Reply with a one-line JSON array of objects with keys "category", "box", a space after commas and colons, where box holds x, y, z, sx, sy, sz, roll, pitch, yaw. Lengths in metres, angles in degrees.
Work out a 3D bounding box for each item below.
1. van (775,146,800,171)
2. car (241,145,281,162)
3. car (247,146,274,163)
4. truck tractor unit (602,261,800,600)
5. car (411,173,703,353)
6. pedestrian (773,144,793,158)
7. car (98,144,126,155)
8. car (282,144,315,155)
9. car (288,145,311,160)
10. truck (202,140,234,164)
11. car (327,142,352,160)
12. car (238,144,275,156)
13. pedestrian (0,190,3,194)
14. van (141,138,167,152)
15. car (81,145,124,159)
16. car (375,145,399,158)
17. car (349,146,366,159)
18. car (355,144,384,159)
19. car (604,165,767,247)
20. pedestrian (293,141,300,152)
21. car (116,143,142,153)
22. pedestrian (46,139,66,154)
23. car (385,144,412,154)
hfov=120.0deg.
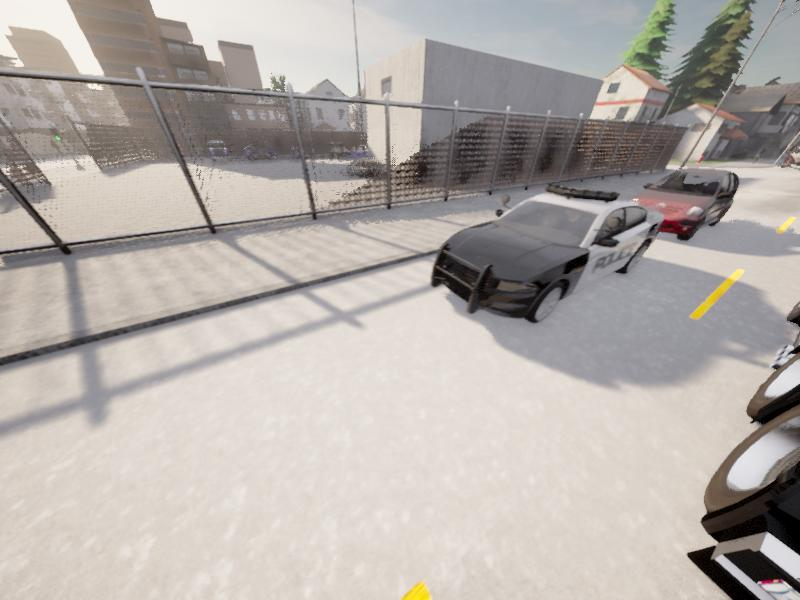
[{"category": "van", "box": [40.654, -14.171, 23.041, 4.442, 1.987, 1.775, -13, 37, -19]}, {"category": "car", "box": [-16.627, -17.667, 27.781, 3.705, 1.547, 1.789, -19, 39, -25]}, {"category": "car", "box": [-16.904, -17.621, 27.838, 2.033, 1.415, 5.357, -19, 39, -25]}, {"category": "truck tractor unit", "box": [5.107, -0.302, 0.795, 6.516, 4.208, 3.053, -18, 39, -24]}, {"category": "car", "box": [2.958, -1.219, 4.356, 5.238, 1.638, 1.930, -19, 39, -26]}, {"category": "pedestrian", "box": [63.619, -24.783, 38.407, 0.751, 1.860, 0.751, -13, 37, -18]}, {"category": "car", "box": [-53.119, -27.811, 42.669, 1.970, 1.475, 3.806, -19, 39, -25]}, {"category": "car", "box": [-18.001, -26.862, 41.165, 4.892, 1.490, 1.837, -19, 39, -26]}, {"category": "car", "box": [-13.096, -19.225, 30.074, 1.845, 1.501, 3.633, -19, 39, -25]}, {"category": "truck", "box": [-20.387, -16.815, 26.100, 2.069, 2.038, 4.478, -19, 39, -25]}, {"category": "car", "box": [-8.225, -20.385, 31.490, 1.905, 1.878, 3.866, -19, 39, -25]}, {"category": "car", "box": [-23.765, -24.970, 38.374, 4.902, 1.511, 2.128, -19, 39, -26]}, {"category": "pedestrian", "box": [-18.663, -5.459, 9.817, 0.751, 1.860, 0.751, -16, 38, -22]}, {"category": "van", "box": [-56.166, -35.633, 52.977, 2.351, 2.431, 6.366, -19, 39, -25]}, {"category": "car", "box": [-40.509, -20.332, 31.648, 2.033, 1.411, 5.357, -19, 39, -25]}, {"category": "car", "box": [-2.066, -22.635, 35.088, 1.816, 1.474, 4.193, -19, 39, -25]}, {"category": "car", "box": [-5.928, -20.412, 31.917, 1.481, 1.379, 2.207, -19, 39, -25]}, {"category": "car", "box": [-4.411, -21.413, 33.189, 2.242, 1.667, 4.611, -19, 39, -25]}, {"category": "car", "box": [8.747, -3.099, 7.145, 3.988, 1.617, 1.851, -19, 39, -25]}, {"category": "pedestrian", "box": [-20.442, -30.234, 45.445, 0.751, 1.860, 0.751, -18, 39, -25]}, {"category": "car", "box": [-58.394, -32.863, 49.933, 2.152, 1.651, 5.027, -19, 39, -25]}, {"category": "pedestrian", "box": [-54.470, -24.297, 36.584, 0.751, 1.860, 0.751, -20, 40, -26]}, {"category": "car", "box": [-0.199, -30.146, 46.043, 4.902, 1.511, 2.128, -18, 39, -25]}]
